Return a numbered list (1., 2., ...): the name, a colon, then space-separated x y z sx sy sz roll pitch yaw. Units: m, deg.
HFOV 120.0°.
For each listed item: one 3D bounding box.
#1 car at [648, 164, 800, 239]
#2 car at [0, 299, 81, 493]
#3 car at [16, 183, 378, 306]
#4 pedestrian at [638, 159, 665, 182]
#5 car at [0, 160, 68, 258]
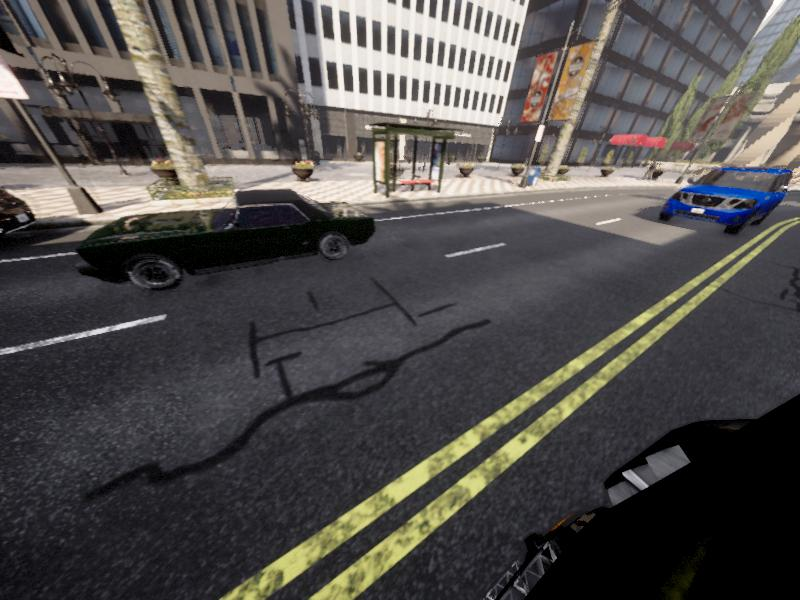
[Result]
1. car: 13.026 -4.099 9.147 5.566 2.045 2.150 -15 38 -24
2. car: -4.604 0.955 0.456 3.866 1.878 1.905 -16 38 -26
3. car: -3.006 -1.509 4.791 4.718 1.301 1.895 -16 38 -26
4. pedestrian: 24.750 -12.754 22.782 0.751 1.860 0.751 0 34 -4
5. car: -10.467 -1.442 3.935 4.892 1.521 2.231 -16 38 -26
